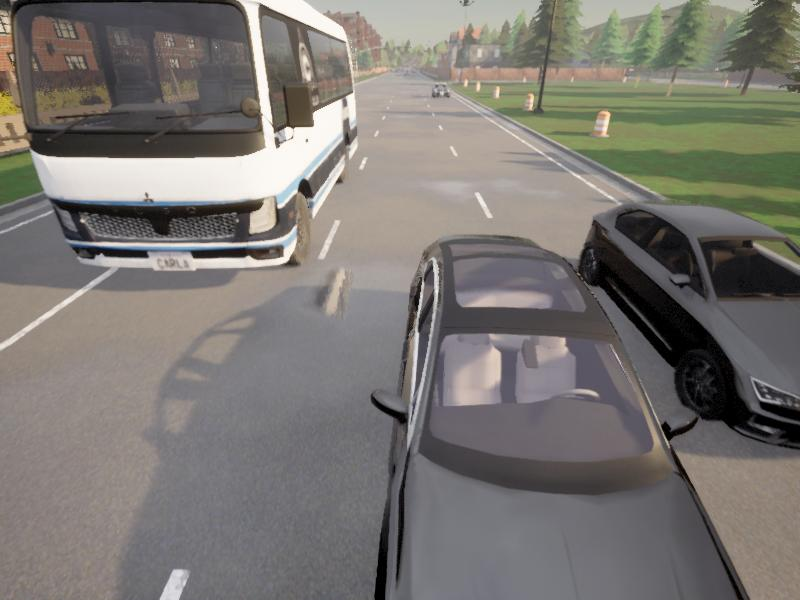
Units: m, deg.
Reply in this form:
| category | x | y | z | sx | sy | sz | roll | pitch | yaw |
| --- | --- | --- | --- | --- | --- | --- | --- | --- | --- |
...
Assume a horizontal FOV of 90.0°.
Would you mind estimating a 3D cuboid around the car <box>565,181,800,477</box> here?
| category | x | y | z | sx | sy | sz | roll | pitch | yaw |
| --- | --- | --- | --- | --- | --- | --- | --- | --- | --- |
| car | 3.776 | -0.180 | 4.846 | 1.816 | 1.474 | 4.193 | 0 | 30 | 1 |

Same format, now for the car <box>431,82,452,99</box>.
| category | x | y | z | sx | sy | sz | roll | pitch | yaw |
| --- | --- | --- | --- | --- | --- | --- | --- | --- | --- |
| car | 4.432 | -22.772 | 43.495 | 1.970 | 1.475 | 3.806 | 0 | 30 | 1 |

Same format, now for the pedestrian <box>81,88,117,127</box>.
| category | x | y | z | sx | sy | sz | roll | pitch | yaw |
| --- | --- | --- | --- | --- | --- | --- | --- | --- | --- |
| pedestrian | -16.322 | -10.453 | 21.724 | 0.751 | 1.860 | 0.751 | 0 | 30 | 0 |

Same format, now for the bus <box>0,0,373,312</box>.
| category | x | y | z | sx | sy | sz | roll | pitch | yaw |
| --- | --- | --- | --- | --- | --- | --- | --- | --- | --- |
| bus | -3.021 | -4.262 | 9.091 | 3.944 | 4.253 | 10.273 | 0 | 30 | 1 |

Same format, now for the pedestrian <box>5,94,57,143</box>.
| category | x | y | z | sx | sy | sz | roll | pitch | yaw |
| --- | --- | --- | --- | --- | --- | --- | --- | --- | --- |
| pedestrian | -15.733 | -7.745 | 17.090 | 0.751 | 1.860 | 0.751 | 0 | 30 | 0 |

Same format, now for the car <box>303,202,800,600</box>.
| category | x | y | z | sx | sy | sz | roll | pitch | yaw |
| --- | --- | --- | --- | --- | --- | --- | --- | --- | --- |
| car | 0.918 | 0.654 | 3.390 | 2.128 | 1.511 | 4.902 | 2 | 30 | 4 |
